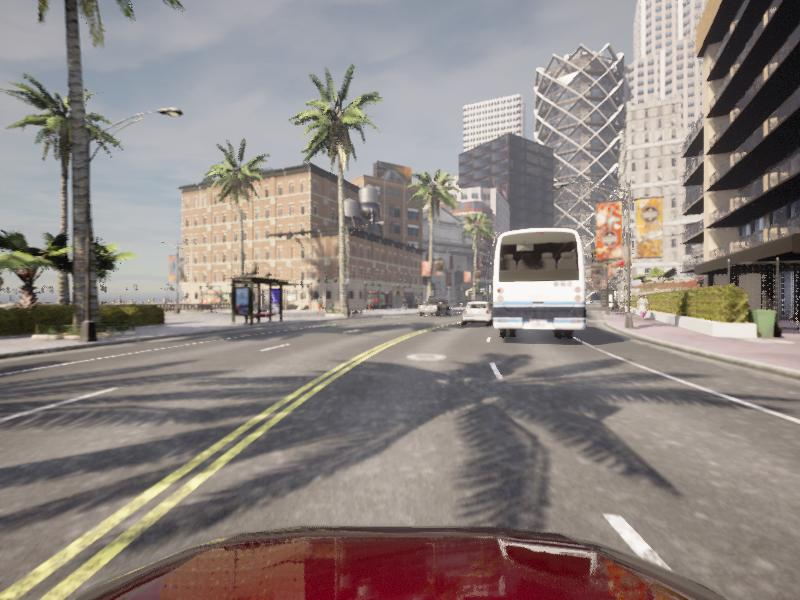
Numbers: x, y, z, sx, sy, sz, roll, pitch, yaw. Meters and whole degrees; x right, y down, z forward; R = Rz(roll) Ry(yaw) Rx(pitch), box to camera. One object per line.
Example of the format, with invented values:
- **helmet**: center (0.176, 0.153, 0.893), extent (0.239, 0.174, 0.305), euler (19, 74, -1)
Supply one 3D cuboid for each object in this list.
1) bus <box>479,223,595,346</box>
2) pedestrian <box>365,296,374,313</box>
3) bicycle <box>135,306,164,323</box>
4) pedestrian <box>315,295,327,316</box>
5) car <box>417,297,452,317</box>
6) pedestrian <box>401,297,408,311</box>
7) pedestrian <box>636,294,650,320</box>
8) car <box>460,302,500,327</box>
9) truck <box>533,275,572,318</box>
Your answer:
- **bus**: center (6.288, -0.523, 19.349), extent (3.944, 4.253, 10.273), euler (0, 0, 16)
- **pedestrian**: center (-3.487, 0.502, 46.110), extent (0.751, 1.860, 0.751), euler (0, 0, 26)
- **bicycle**: center (-16.333, 0.943, 26.089), extent (0.373, 1.024, 1.643), euler (0, 0, 25)
- **pedestrian**: center (-7.225, 0.497, 36.624), extent (0.751, 1.860, 0.751), euler (0, 0, 21)
- **car**: center (3.487, 0.672, 39.331), extent (1.932, 1.855, 4.605), euler (0, 0, 25)
- **pedestrian**: center (0.587, 0.507, 52.297), extent (0.751, 1.860, 0.751), euler (0, 0, 23)
- **pedestrian**: center (17.401, 0.504, 28.634), extent (0.751, 1.860, 0.751), euler (0, 0, 25)
- **car**: center (5.298, 0.866, 26.144), extent (1.970, 1.475, 3.806), euler (0, 0, 21)
- **truck**: center (15.253, -0.302, 39.549), extent (2.891, 3.827, 8.468), euler (0, 0, 25)
